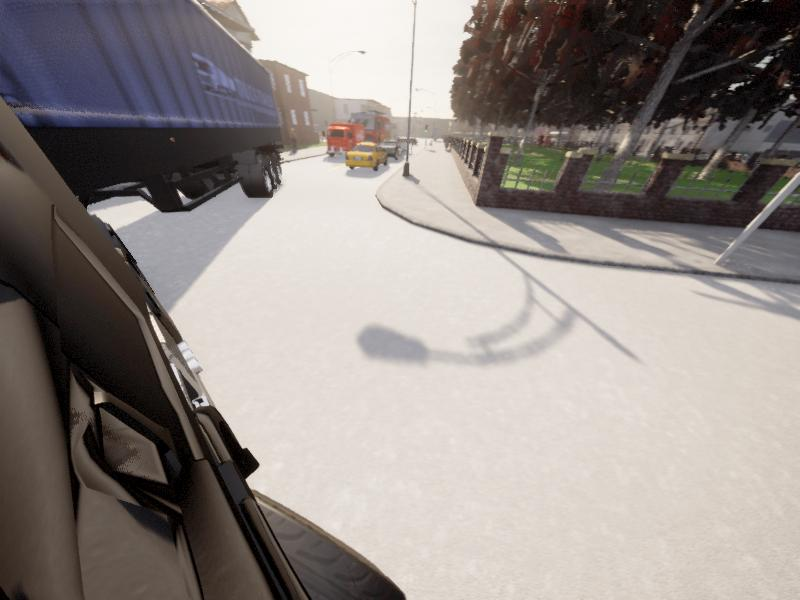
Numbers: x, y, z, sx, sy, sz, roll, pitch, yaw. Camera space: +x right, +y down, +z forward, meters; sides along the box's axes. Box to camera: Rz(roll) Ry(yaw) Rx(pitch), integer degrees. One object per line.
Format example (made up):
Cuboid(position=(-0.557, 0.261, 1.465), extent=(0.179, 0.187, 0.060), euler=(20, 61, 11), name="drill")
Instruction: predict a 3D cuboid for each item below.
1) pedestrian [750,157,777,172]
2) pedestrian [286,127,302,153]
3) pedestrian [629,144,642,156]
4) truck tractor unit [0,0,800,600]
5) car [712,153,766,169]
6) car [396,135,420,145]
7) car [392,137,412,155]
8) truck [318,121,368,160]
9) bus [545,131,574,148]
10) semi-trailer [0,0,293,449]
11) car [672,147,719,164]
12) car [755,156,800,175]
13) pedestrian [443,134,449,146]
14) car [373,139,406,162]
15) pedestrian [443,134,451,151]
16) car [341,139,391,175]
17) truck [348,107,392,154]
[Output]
Cuboid(position=(40.663, -15.156, 25.857), extent=(0.751, 1.300, 0.751), euler=(7, 37, 6), name="pedestrian")
Cuboid(position=(-9.613, -14.561, 21.024), extent=(0.751, 1.860, 0.751), euler=(0, 36, -4), name="pedestrian")
Cuboid(position=(43.863, -27.967, 43.016), extent=(0.751, 1.860, 0.751), euler=(7, 37, 5), name="pedestrian")
Cuboid(position=(-2.645, -0.295, 0.351), extent=(6.516, 4.208, 3.053), euler=(28, 44, 30), name="truck tractor unit")
Cuboid(position=(46.603, -19.261, 31.923), extent=(1.970, 1.475, 3.806), euler=(7, 37, 6), name="car")
Cuboid(position=(1.538, -30.106, 43.562), extent=(4.181, 1.385, 1.994), euler=(-26, 45, -33), name="car")
Cuboid(position=(0.302, -18.006, 26.902), extent=(1.845, 1.501, 3.633), euler=(6, 37, 4), name="car")
Cuboid(position=(-4.885, -14.533, 21.024), extent=(2.627, 2.467, 5.204), euler=(7, 36, 5), name="truck")
Cuboid(position=(55.957, -56.851, 81.673), extent=(3.944, 4.253, 10.273), euler=(7, 37, 5), name="bus")
Cuboid(position=(-5.561, -4.656, 5.901), extent=(2.717, 4.402, 14.254), euler=(-7, 38, -12), name="semi-trailer")
Cuboid(position=(47.637, -23.480, 37.388), extent=(1.932, 1.855, 4.605), euler=(7, 37, 5), name="car")
Cuboid(position=(45.691, -15.663, 26.927), extent=(2.007, 1.525, 4.514), euler=(7, 37, 5), name="car")
Cuboid(position=(8.805, -30.882, 44.498), extent=(0.751, 1.860, 0.751), euler=(7, 37, 5), name="pedestrian")
Cuboid(position=(-0.831, -13.909, 21.369), extent=(2.033, 1.411, 5.357), euler=(7, 36, 5), name="car")
Cuboid(position=(6.446, -21.577, 31.691), extent=(0.751, 1.860, 0.751), euler=(7, 37, 6), name="pedestrian")
Cuboid(position=(-2.034, -9.722, 15.439), extent=(1.801, 1.575, 5.366), euler=(7, 37, 6), name="car")
Cuboid(position=(-3.282, -20.264, 27.778), extent=(2.891, 3.827, 8.468), euler=(8, 37, 6), name="truck")
